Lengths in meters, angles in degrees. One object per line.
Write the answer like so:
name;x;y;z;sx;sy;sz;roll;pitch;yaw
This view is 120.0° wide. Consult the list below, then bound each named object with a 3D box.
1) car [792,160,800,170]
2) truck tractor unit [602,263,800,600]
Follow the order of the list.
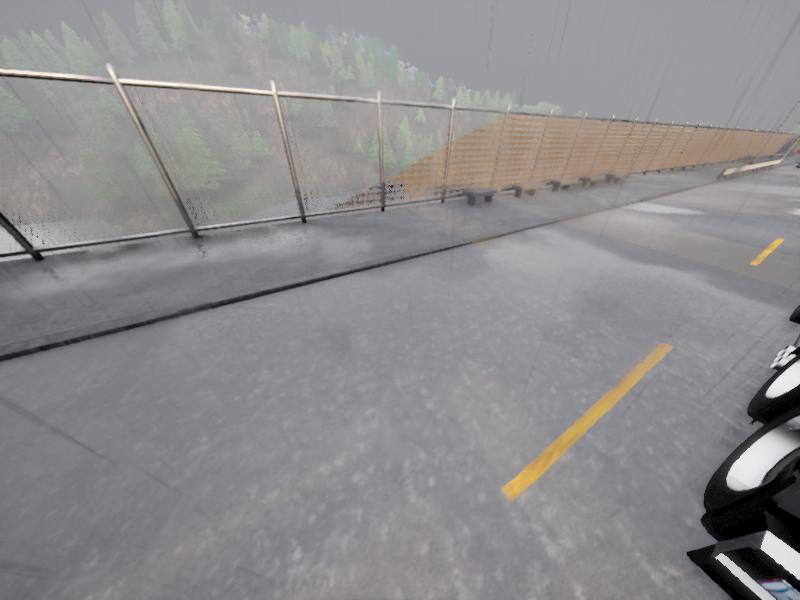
car;41.456;-13.781;22.608;5.027;1.651;2.152;-18;39;-24
truck tractor unit;5.115;-0.294;0.795;6.516;4.208;3.053;-18;39;-24
